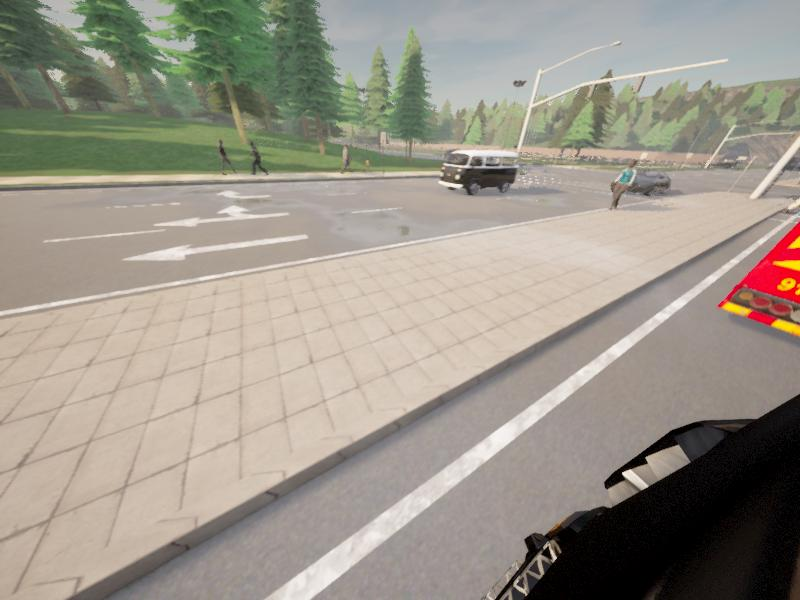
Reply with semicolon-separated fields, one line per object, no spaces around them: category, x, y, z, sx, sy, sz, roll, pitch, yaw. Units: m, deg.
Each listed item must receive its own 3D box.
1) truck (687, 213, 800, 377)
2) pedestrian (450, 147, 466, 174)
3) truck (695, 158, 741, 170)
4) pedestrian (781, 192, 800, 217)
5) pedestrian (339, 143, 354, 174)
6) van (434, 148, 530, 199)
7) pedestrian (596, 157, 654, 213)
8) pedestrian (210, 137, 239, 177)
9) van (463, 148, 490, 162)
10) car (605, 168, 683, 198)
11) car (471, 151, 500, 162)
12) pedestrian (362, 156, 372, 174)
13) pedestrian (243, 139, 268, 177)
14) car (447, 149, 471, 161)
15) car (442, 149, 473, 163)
truck;8.787;-1.496;3.213;8.468;3.827;2.891;-16;38;-26
pedestrian;4.927;-11.942;19.809;0.751;1.860;0.751;-13;37;-22
truck;79.361;-34.152;57.772;2.390;2.098;6.274;-16;38;-25
pedestrian;18.966;-4.813;10.523;0.751;1.860;0.751;-27;44;-36
pedestrian;-3.765;-9.987;16.333;0.751;1.860;0.751;-14;37;-22
van;4.379;-6.918;12.524;4.480;2.038;2.069;-16;38;-26
pedestrian;8.801;-4.512;9.109;0.751;1.860;0.751;-17;38;-26
pedestrian;-10.053;-8.183;13.243;0.751;1.860;0.751;-20;40;-30
van;14.109;-27.101;43.057;1.775;1.987;4.442;-16;38;-25
car;15.949;-7.733;15.106;4.181;1.385;1.994;-16;38;-25
car;16.692;-28.246;45.328;2.038;1.542;4.974;-16;38;-25
pedestrian;-2.408;-9.979;17.091;0.500;1.100;0.500;-20;40;-30
pedestrian;-8.448;-8.284;13.500;0.751;1.860;0.751;-16;38;-25
car;10.702;-26.436;42.181;1.851;1.617;3.988;-16;38;-25
car;9.388;-23.811;38.187;2.033;1.649;4.856;-16;40;-25
